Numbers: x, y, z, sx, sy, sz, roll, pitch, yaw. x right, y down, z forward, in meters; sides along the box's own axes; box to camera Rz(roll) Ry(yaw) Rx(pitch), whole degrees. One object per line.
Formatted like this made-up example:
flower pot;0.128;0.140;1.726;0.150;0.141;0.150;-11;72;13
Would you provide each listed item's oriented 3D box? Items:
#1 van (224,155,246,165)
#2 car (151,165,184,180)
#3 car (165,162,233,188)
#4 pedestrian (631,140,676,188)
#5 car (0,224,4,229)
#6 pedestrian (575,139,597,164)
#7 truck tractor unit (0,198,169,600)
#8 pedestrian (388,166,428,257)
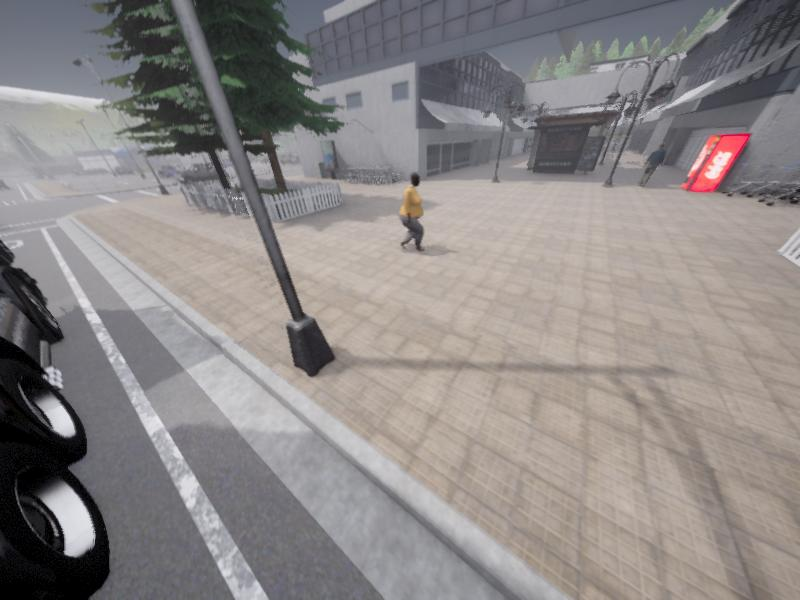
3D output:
van;-48.325;-41.111;67.858;2.069;2.038;4.480;19;40;30
car;-31.342;-17.240;31.160;3.633;1.501;1.845;19;40;29
car;-20.397;-12.947;23.713;1.932;1.855;4.605;19;40;30
pedestrian;11.840;-6.361;10.860;0.751;1.860;0.751;23;42;33
car;-22.285;-4.182;10.674;5.566;2.045;2.150;9;36;17
pedestrian;16.689;-13.348;20.793;0.751;1.860;0.751;-2;34;1
truck tractor unit;-5.078;-0.249;1.173;6.516;4.208;3.053;15;33;33
pedestrian;0.235;-2.038;5.459;0.751;1.860;0.751;3;34;10
